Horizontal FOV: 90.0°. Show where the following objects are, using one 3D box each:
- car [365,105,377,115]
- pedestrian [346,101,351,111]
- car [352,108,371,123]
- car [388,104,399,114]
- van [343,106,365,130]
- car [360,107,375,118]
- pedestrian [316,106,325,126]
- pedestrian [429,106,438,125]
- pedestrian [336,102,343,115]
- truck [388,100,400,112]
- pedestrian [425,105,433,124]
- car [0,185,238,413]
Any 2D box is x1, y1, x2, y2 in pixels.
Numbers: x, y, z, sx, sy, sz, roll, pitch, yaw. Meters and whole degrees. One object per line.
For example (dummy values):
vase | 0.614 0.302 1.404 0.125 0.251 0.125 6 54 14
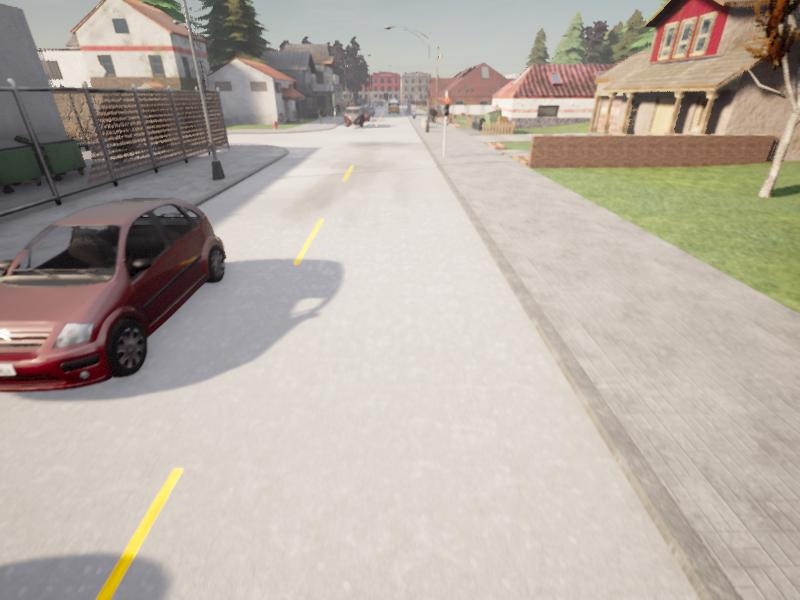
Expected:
car | -5.036 -32.781 68.894 1.845 1.501 3.633 0 27 -1
pedestrian | -10.251 -38.684 79.775 0.751 1.860 0.751 0 27 0
car | -4.756 -23.367 50.544 2.007 1.525 4.514 0 27 -1
car | -1.073 -34.041 71.333 1.882 1.535 5.008 0 27 -1
van | -4.609 -18.550 40.649 1.775 1.987 4.442 0 27 -1
car | -4.899 -28.170 60.079 1.994 1.385 4.181 -1 27 -1
pedestrian | -8.468 -19.645 42.652 0.751 1.860 0.751 -1 27 -1
pedestrian | 3.586 -19.837 42.992 0.751 1.860 0.751 -4 27 -7
pedestrian | -9.741 -30.677 64.162 0.751 1.860 0.751 9 29 18
truck | -1.211 -38.770 79.938 2.390 2.098 6.274 0 27 -1
pedestrian | 3.294 -20.878 45.024 0.751 1.860 0.751 0 27 0
car | -4.077 -0.415 5.707 1.851 1.617 3.988 -1 27 -1
